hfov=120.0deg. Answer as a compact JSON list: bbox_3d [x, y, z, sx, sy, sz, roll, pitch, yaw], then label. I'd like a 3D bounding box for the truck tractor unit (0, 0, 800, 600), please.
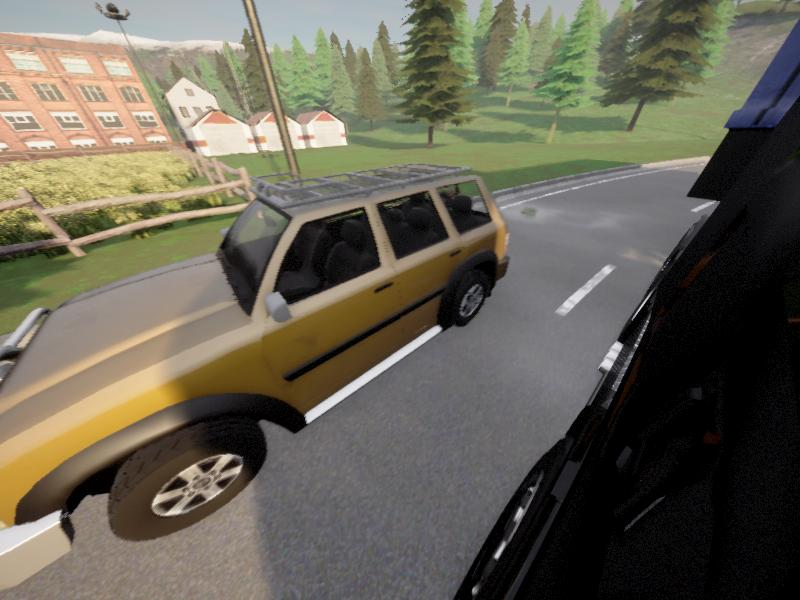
[{"bbox_3d":[2.645,-0.295,0.351,6.516,4.208,3.053,-28,44,-30],"label":"truck tractor unit"}]

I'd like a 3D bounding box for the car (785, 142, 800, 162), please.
[{"bbox_3d":[23.212,-7.892,11.716,4.181,1.385,1.994,-9,37,-9],"label":"car"}]

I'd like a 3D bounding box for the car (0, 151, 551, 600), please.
[{"bbox_3d":[-0.723,-0.289,2.478,4.605,1.855,1.932,-28,43,-30],"label":"car"}]

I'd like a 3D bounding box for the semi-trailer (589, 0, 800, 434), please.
[{"bbox_3d":[9.313,-3.084,3.523,14.254,4.402,2.717,-20,40,-22],"label":"semi-trailer"}]
